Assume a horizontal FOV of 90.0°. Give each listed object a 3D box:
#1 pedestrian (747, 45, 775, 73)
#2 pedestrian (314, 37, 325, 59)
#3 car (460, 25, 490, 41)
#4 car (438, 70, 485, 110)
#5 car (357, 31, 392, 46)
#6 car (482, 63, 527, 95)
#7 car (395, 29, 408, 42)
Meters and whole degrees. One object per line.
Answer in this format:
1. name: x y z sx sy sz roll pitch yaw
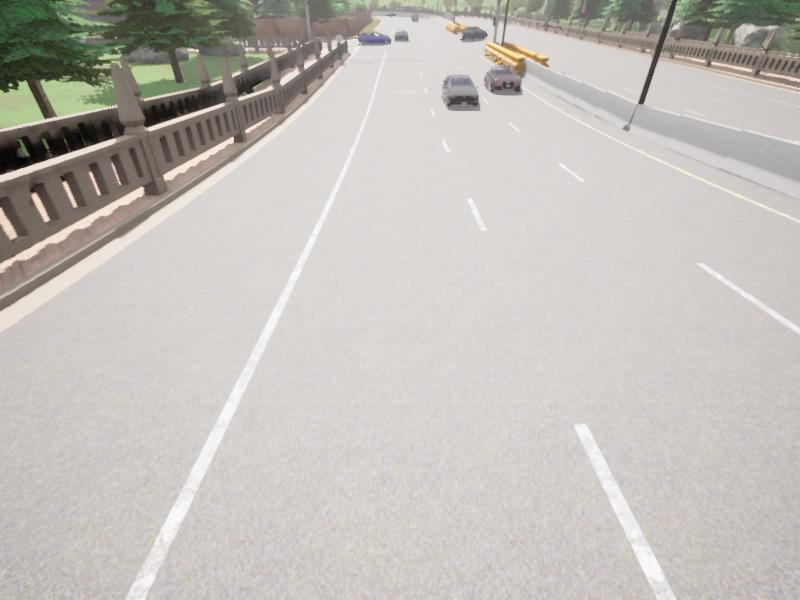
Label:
1. pedestrian: 29.261 -19.547 32.442 0.751 1.860 0.751 0 37 0
2. pedestrian: -8.037 -25.282 40.142 0.751 1.860 0.751 1 37 2
3. car: 11.357 -40.412 60.581 2.097 1.767 4.553 28 45 32
4. car: 3.507 -12.613 23.864 2.033 1.411 5.357 0 36 0
5. car: -3.476 -35.850 54.766 4.514 1.525 2.007 -5 37 -6
6. car: 7.016 -15.207 27.409 1.994 1.385 4.181 0 37 0
7. car: 0.218 -39.842 60.199 1.994 1.385 4.181 0 37 0
